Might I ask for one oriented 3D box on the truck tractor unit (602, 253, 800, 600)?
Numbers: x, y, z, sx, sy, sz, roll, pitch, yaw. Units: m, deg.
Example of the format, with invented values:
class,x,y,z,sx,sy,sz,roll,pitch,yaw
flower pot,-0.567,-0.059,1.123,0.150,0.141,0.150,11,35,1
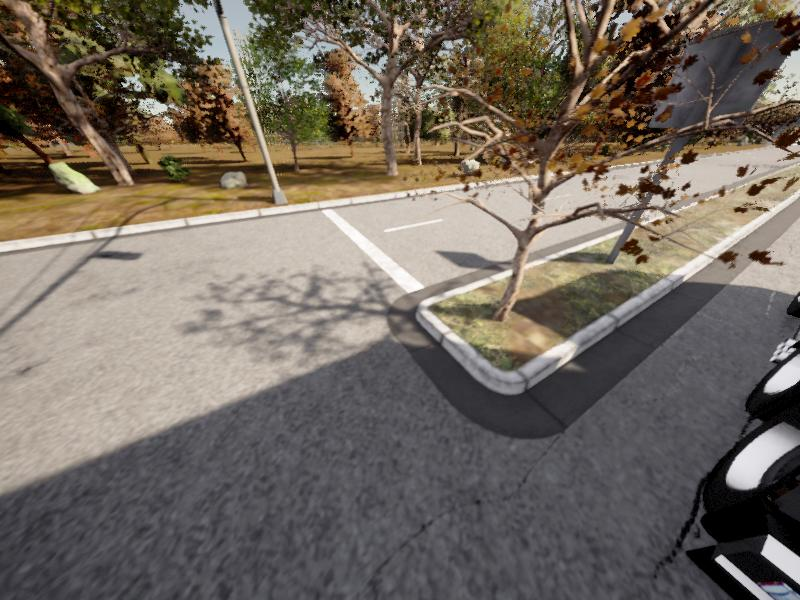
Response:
class,x,y,z,sx,sy,sz,roll,pitch,yaw
truck tractor unit,5.085,-0.332,0.763,6.516,4.208,3.053,-20,41,-24
